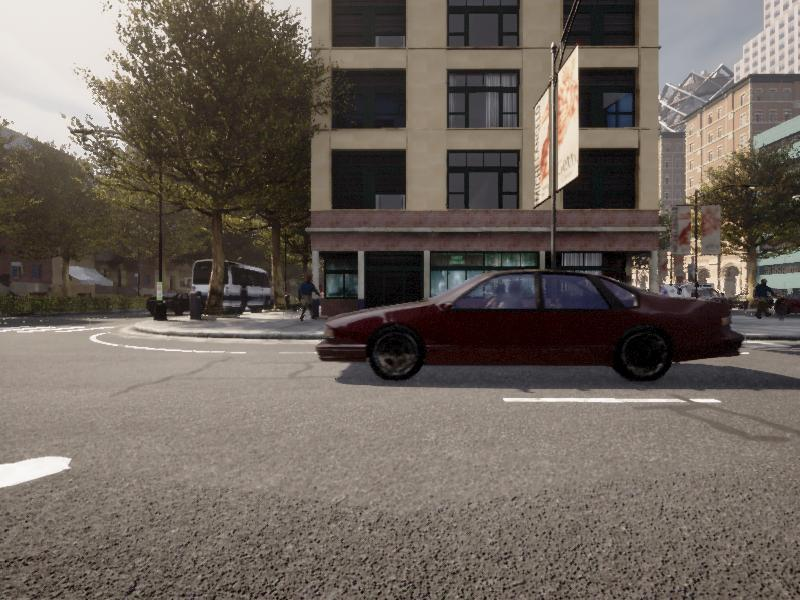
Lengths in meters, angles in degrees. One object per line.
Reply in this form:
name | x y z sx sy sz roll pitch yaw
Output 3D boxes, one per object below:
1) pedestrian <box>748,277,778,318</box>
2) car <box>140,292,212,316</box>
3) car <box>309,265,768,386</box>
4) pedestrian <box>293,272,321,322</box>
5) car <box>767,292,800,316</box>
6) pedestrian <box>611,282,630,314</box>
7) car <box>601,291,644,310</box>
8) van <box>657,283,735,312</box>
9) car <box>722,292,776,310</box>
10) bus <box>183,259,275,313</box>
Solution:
pedestrian | 16.971 -0.115 18.698 0.751 1.860 0.751 0 0 9
car | -15.097 0.236 27.334 2.128 1.511 4.902 0 0 0
car | 1.616 0.295 5.703 5.357 1.411 2.033 0 0 1
pedestrian | -3.574 -0.115 15.390 0.751 1.860 0.751 0 0 40
car | 26.158 0.258 24.994 2.163 1.488 4.792 -1 0 4
pedestrian | 12.729 -0.115 23.126 0.751 1.860 0.751 0 0 7
car | 22.998 0.048 41.569 1.932 1.855 4.605 0 1 1
van | 26.419 -0.222 36.126 2.351 2.431 6.366 0 0 1
car | 38.003 0.052 43.751 1.932 1.855 4.605 0 0 1
bus | -15.158 -1.134 36.822 3.944 4.253 10.273 0 0 0
